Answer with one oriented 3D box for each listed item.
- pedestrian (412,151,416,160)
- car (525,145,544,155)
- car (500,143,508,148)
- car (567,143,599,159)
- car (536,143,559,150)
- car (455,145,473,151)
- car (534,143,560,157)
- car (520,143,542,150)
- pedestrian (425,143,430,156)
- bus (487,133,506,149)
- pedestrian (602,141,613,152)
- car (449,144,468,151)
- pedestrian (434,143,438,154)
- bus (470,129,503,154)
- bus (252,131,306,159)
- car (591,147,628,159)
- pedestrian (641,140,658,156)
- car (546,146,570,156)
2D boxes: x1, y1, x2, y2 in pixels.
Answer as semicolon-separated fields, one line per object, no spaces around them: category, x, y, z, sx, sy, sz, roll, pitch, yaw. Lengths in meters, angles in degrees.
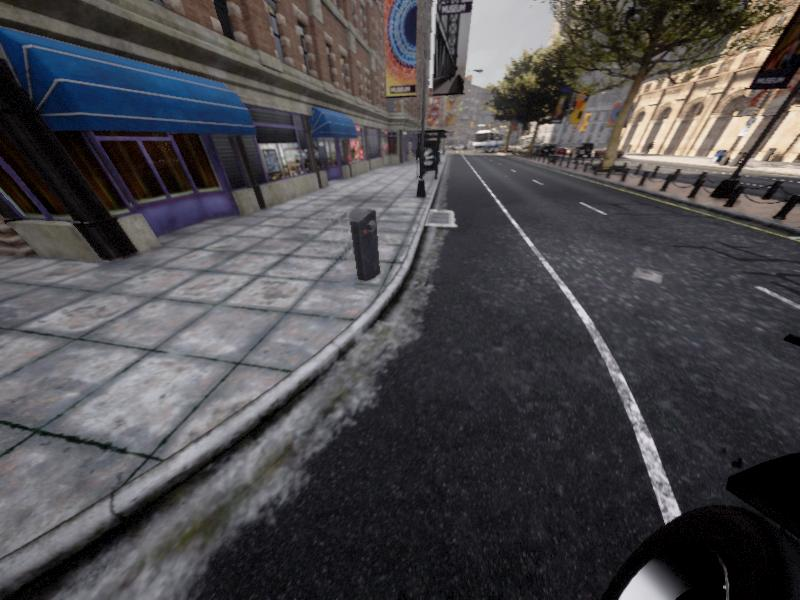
pedestrian;2.007;-20.959;33.416;0.500;1.100;0.500;4;35;7
car;25.484;-28.559;43.932;1.845;1.501;3.633;5;35;9
car;38.065;-56.464;84.555;1.812;1.442;4.674;5;35;9
car;26.878;-22.102;34.132;1.905;1.878;3.866;5;35;9
car;39.955;-41.524;62.578;4.514;1.525;2.007;5;35;8
car;19.020;-45.343;68.849;4.718;1.301;1.895;5;35;9
car;24.262;-24.969;38.398;1.932;1.855;4.605;5;35;9
car;37.274;-43.864;65.925;4.611;1.667;2.242;4;35;9
pedestrian;5.019;-27.582;42.366;0.751;1.860;0.751;5;35;8
bus;33.861;-55.964;81.431;3.944;4.253;10.273;5;35;9
pedestrian;40.369;-29.851;44.876;0.751;1.860;0.751;5;35;9
car;16.616;-43.652;66.216;4.974;1.542;2.038;5;35;9
pedestrian;7.745;-32.360;49.295;0.751;1.860;0.751;4;35;7
bus;20.136;-36.626;53.443;3.944;4.253;10.273;17;38;27
bus;-24.243;-31.732;47.302;3.944;4.253;10.273;5;35;9
car;29.957;-21.195;33.252;1.895;1.301;4.718;5;35;9
pedestrian;36.705;-22.341;33.970;0.751;1.860;0.751;2;34;4
car;28.572;-27.101;41.870;1.994;1.385;4.181;5;35;9
